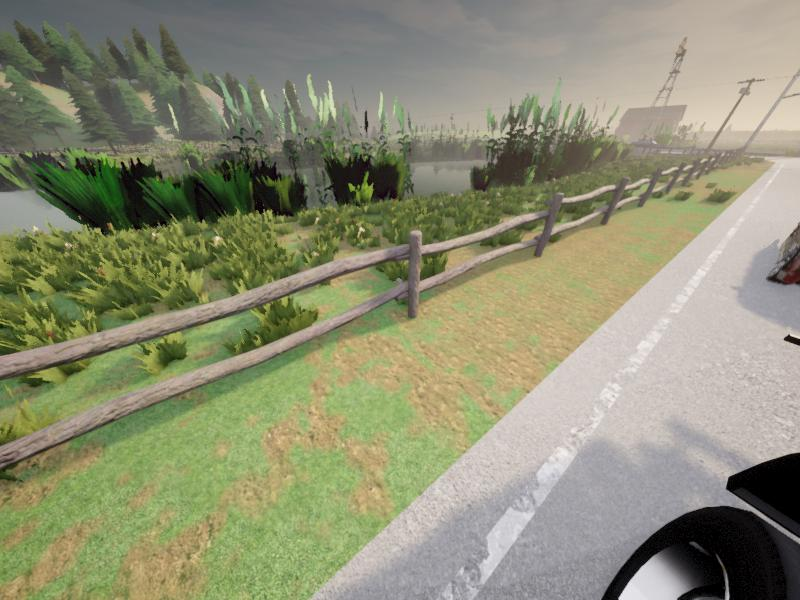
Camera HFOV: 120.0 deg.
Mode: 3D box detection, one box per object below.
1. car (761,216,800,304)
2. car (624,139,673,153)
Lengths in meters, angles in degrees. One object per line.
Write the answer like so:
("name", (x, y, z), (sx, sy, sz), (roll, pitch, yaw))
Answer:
("car", (8.604, -0.908, 3.957), (4.181, 1.385, 1.994), (-22, 41, -28))
("car", (37.476, -23.368, 34.957), (1.812, 1.442, 4.674), (-20, 42, -26))
